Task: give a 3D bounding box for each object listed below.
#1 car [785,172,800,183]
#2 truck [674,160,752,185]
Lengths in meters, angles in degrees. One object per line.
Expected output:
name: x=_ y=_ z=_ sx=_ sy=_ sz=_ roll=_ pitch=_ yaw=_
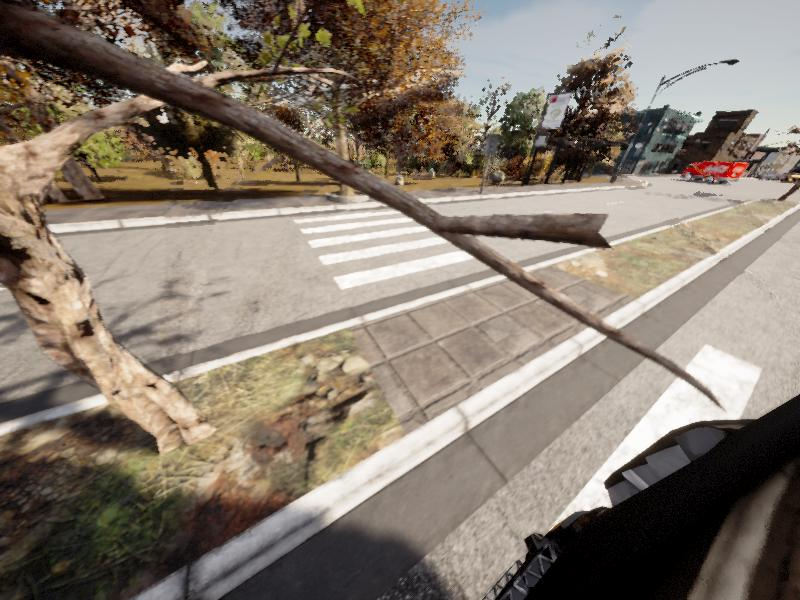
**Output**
car: x=73.163 y=-22.382 z=42.297 sx=5.008 sy=1.535 sz=1.882 roll=-15 pitch=37 yaw=-27
truck: x=42.223 y=-17.431 z=31.457 sx=2.627 sy=2.467 sz=5.204 roll=-2 pitch=34 yaw=-8
